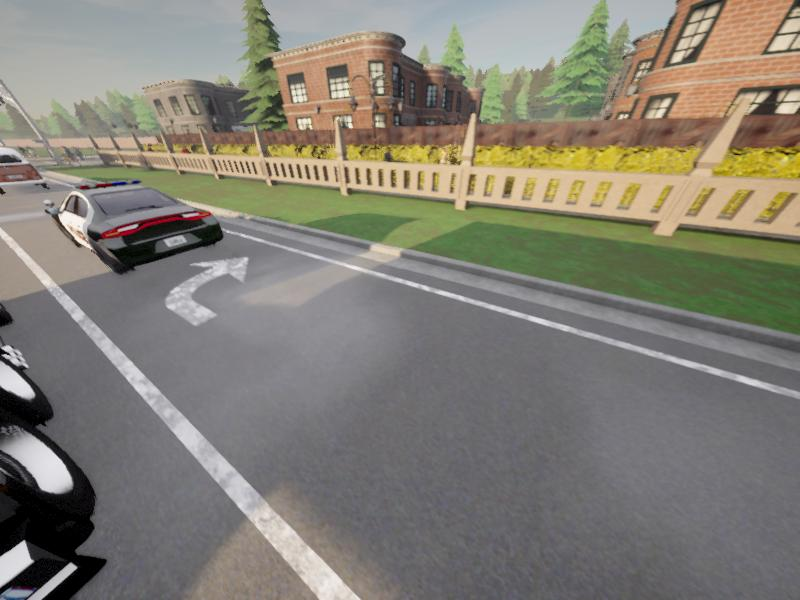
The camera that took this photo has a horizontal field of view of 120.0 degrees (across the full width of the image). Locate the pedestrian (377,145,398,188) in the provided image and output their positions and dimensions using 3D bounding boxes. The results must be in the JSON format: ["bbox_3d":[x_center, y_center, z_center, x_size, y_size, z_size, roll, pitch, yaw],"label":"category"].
[{"bbox_3d":[-0.619,-6.906,12.000,0.751,1.860,0.751,20,39,26],"label":"pedestrian"}]

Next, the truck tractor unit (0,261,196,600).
[{"bbox_3d":[-5.105,-0.307,0.792,6.516,4.208,3.053,19,39,24],"label":"truck tractor unit"}]

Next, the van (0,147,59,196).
[{"bbox_3d":[-22.234,-7.352,12.993,4.480,2.038,2.069,18,39,25],"label":"van"}]

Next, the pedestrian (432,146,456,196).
[{"bbox_3d":[1.931,-5.748,10.313,0.751,1.860,0.751,12,37,17],"label":"pedestrian"}]

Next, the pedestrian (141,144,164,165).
[{"bbox_3d":[-26.155,-15.390,24.434,0.751,1.860,0.751,19,39,26],"label":"pedestrian"}]

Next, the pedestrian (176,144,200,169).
[{"bbox_3d":[-19.012,-12.872,20.748,0.751,1.860,0.751,20,40,26],"label":"pedestrian"}]

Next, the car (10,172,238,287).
[{"bbox_3d":[-6.752,-2.067,5.694,4.974,1.542,2.038,18,39,25],"label":"car"}]

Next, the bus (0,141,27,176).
[{"bbox_3d":[-38.695,-13.773,20.457,10.273,4.253,3.944,22,41,27],"label":"bus"}]
